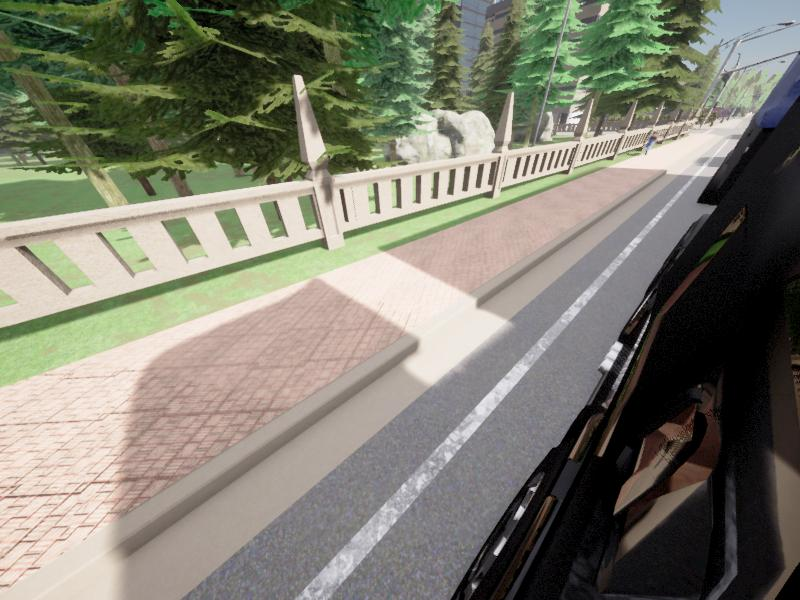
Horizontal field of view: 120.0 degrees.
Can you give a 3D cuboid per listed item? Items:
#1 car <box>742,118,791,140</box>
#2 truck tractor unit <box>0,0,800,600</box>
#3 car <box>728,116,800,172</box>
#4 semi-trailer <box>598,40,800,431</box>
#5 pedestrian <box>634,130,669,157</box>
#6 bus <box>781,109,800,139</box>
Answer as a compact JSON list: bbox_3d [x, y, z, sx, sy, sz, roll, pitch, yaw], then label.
[{"bbox_3d":[33.704,-15.790,21.329,3.633,1.501,1.845,-28,44,-30],"label":"car"},{"bbox_3d":[2.645,-0.295,0.351,6.516,4.208,3.053,-28,44,-30],"label":"truck tractor unit"},{"bbox_3d":[18.091,-7.600,11.082,4.605,1.855,1.932,-28,44,-30],"label":"car"},{"bbox_3d":[8.692,-3.612,4.231,14.254,4.402,2.717,-28,44,-30],"label":"semi-trailer"},{"bbox_3d":[15.014,-9.359,13.815,0.751,1.300,0.751,-18,39,-19],"label":"pedestrian"},{"bbox_3d":[39.598,-17.221,20.592,10.273,4.253,3.944,-28,44,-30],"label":"bus"}]
